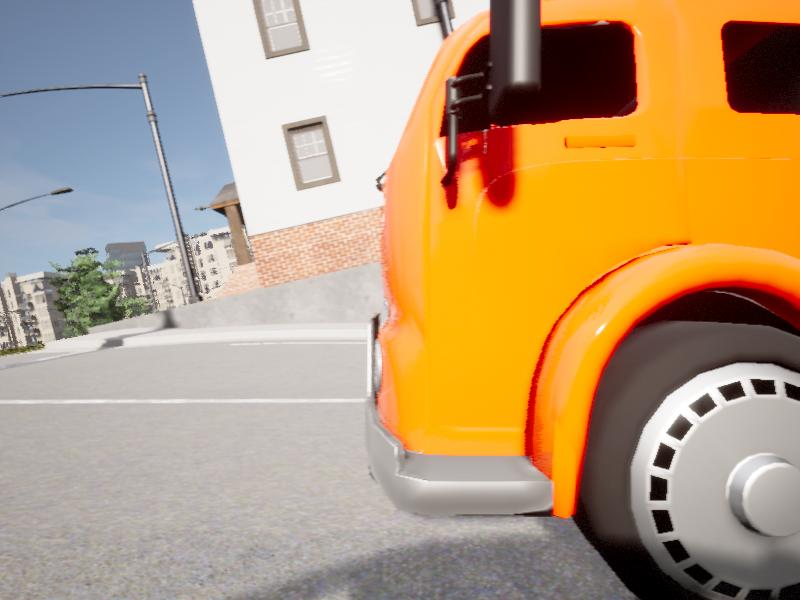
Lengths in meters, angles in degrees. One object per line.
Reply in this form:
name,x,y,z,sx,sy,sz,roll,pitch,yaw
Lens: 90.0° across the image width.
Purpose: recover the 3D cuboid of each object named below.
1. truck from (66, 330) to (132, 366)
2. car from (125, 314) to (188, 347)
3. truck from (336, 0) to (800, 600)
truck,-50.959,8.055,67.805,8.468,3.827,2.891,-13,1,2
car,-19.663,2.374,32.623,1.932,1.855,4.605,-13,1,1
truck,2.457,-0.237,2.211,5.204,2.467,2.627,0,0,-1
